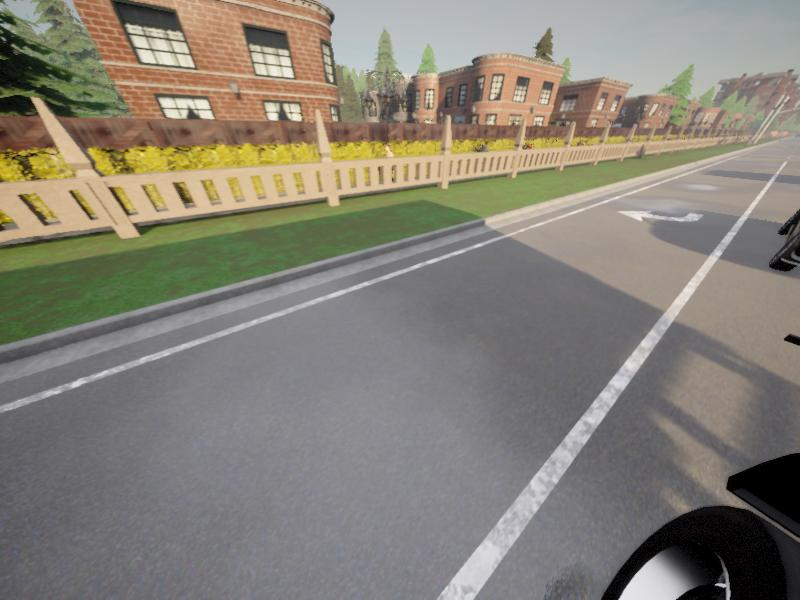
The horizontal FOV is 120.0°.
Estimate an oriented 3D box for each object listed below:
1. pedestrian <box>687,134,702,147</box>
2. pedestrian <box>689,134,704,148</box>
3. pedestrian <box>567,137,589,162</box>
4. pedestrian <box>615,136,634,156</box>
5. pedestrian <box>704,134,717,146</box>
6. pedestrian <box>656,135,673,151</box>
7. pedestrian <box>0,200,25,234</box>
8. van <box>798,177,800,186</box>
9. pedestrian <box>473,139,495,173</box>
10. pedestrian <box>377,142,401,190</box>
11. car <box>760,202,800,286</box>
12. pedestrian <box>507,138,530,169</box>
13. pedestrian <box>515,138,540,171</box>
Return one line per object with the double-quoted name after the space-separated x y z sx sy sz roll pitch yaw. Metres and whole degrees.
53.249 -28.830 41.804 0.751 1.860 0.751 -21 40 -26 "pedestrian"
50.838 -27.277 39.652 0.751 1.860 0.751 -22 41 -27 "pedestrian"
15.977 -13.500 20.751 0.751 1.860 0.751 -23 41 -28 "pedestrian"
25.689 -17.640 26.439 0.751 1.860 0.751 -23 41 -28 "pedestrian"
60.511 -31.186 45.014 0.751 1.860 0.751 -22 41 -27 "pedestrian"
38.328 -22.757 33.469 0.751 1.860 0.751 -22 41 -28 "pedestrian"
-11.198 -2.655 5.876 0.751 1.860 0.751 -24 42 -29 "pedestrian"
22.822 -7.050 11.765 4.442 1.987 1.775 -22 41 -28 "van"
5.500 -9.483 15.247 0.751 1.860 0.751 -22 41 -27 "pedestrian"
-0.498 -6.288 10.837 0.751 1.860 0.751 -23 41 -28 "pedestrian"
9.658 -1.488 4.438 5.027 1.651 2.152 -23 41 -27 "car"
8.755 -10.839 17.110 0.751 1.860 0.751 -23 41 -28 "pedestrian"
8.867 -10.163 16.156 0.751 1.860 0.751 -14 38 -19 "pedestrian"
